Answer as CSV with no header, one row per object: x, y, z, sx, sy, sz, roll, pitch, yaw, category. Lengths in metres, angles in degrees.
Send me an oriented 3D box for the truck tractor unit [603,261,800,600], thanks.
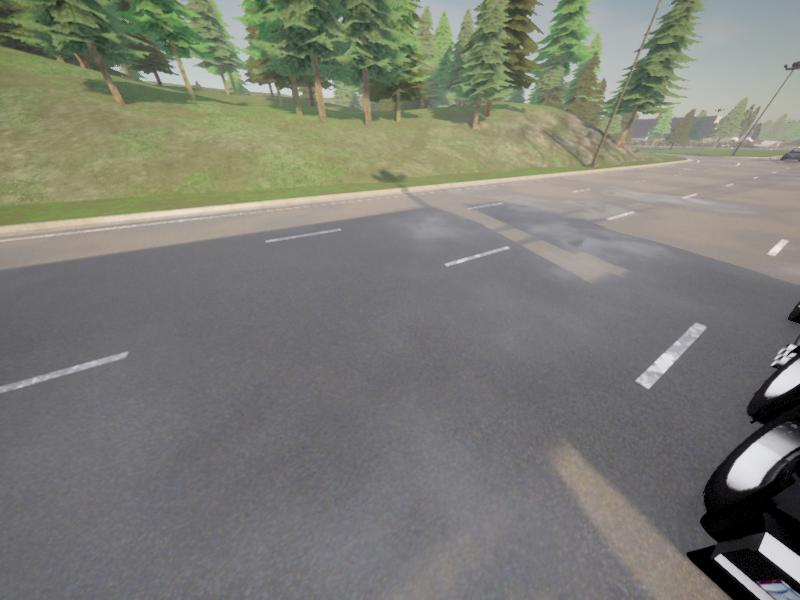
5.102,-0.311,0.785,6.516,4.208,3.053,-19,39,-24,truck tractor unit

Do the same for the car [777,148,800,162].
56.814,-20.793,33.024,4.902,1.511,2.128,-18,39,-24,car
